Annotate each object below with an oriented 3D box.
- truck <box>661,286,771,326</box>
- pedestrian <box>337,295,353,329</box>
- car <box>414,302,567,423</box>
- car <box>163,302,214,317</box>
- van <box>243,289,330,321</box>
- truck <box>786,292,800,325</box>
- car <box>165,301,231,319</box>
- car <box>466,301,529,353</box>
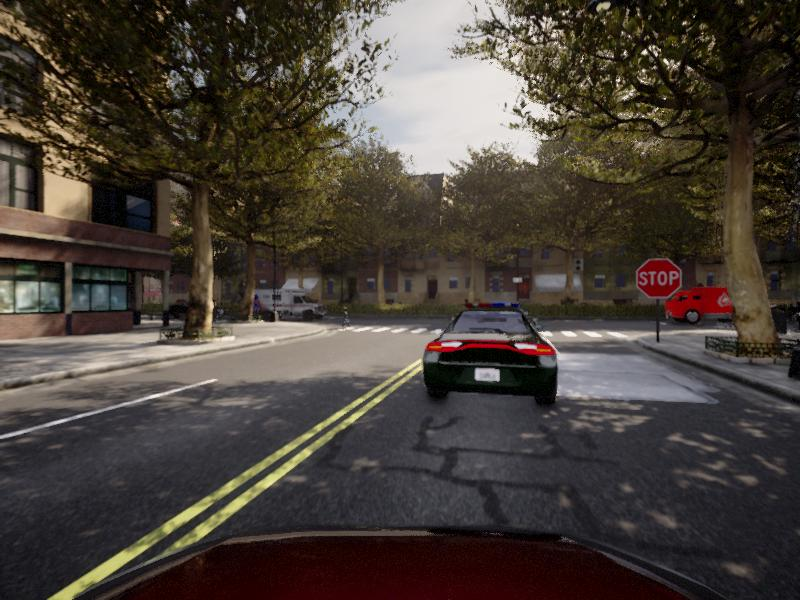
[{"bbox_3d":[20.877,0.364,26.798,5.204,2.467,2.627,0,0,17],"label":"truck"},{"bbox_3d":[-2.961,0.639,21.687,0.751,1.860,0.751,0,0,1],"label":"pedestrian"},{"bbox_3d":[1.808,0.828,7.857,2.038,1.542,4.974,0,0,14],"label":"car"},{"bbox_3d":[-20.621,0.907,39.005,4.181,1.385,1.994,0,0,16],"label":"car"},{"bbox_3d":[-9.030,0.379,31.947,6.366,2.431,2.351,0,0,16],"label":"van"},{"bbox_3d":[28.368,0.551,24.600,6.274,2.098,2.390,0,0,16],"label":"truck"},{"bbox_3d":[-17.360,0.836,34.398,4.902,1.511,2.128,0,0,16],"label":"car"},{"bbox_3d":[3.657,0.825,14.723,1.882,1.535,5.008,0,0,15],"label":"car"}]
